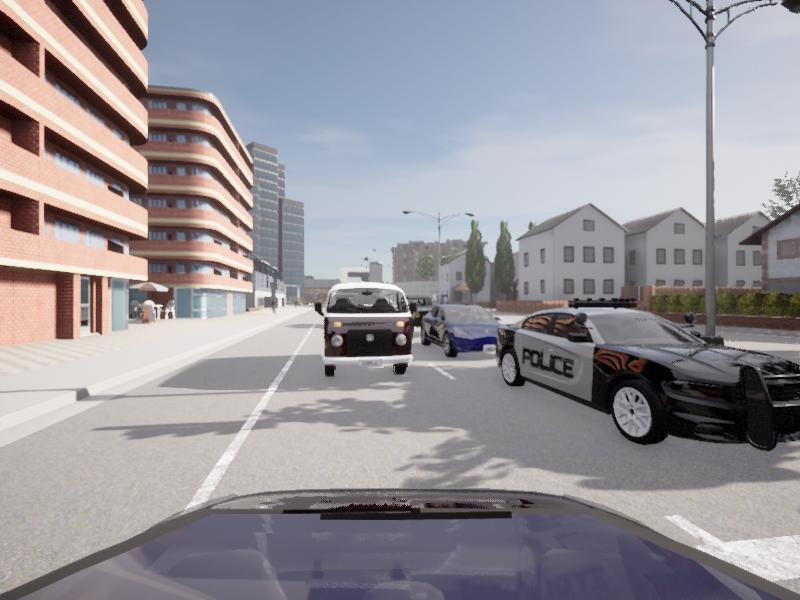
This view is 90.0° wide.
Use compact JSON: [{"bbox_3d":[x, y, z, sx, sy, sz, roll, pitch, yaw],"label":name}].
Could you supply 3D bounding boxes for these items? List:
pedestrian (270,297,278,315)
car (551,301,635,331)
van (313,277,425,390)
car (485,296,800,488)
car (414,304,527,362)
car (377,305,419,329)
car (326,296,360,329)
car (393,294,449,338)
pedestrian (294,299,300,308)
[{"bbox_3d":[-13.162,0.606,41.751,0.751,1.860,0.751,0,0,-12],"label":"pedestrian"},{"bbox_3d":[11.648,0.862,24.638,2.152,1.651,5.027,0,0,-10],"label":"car"},{"bbox_3d":[-0.943,0.599,9.599,2.069,2.038,4.480,0,0,-10],"label":"van"},{"bbox_3d":[3.246,0.794,6.164,1.930,1.638,5.238,0,0,-10],"label":"car"},{"bbox_3d":[1.999,0.894,13.087,2.163,1.488,4.792,0,0,-10],"label":"car"},{"bbox_3d":[-0.236,1.023,25.828,1.895,1.301,4.718,0,0,-10],"label":"car"},{"bbox_3d":[-3.617,0.727,24.865,1.932,1.855,4.605,0,0,-10],"label":"car"},{"bbox_3d":[0.896,0.707,19.367,1.905,1.878,3.866,0,0,-10],"label":"car"},{"bbox_3d":[-20.460,0.711,79.481,0.751,1.860,0.751,0,0,7],"label":"pedestrian"}]
